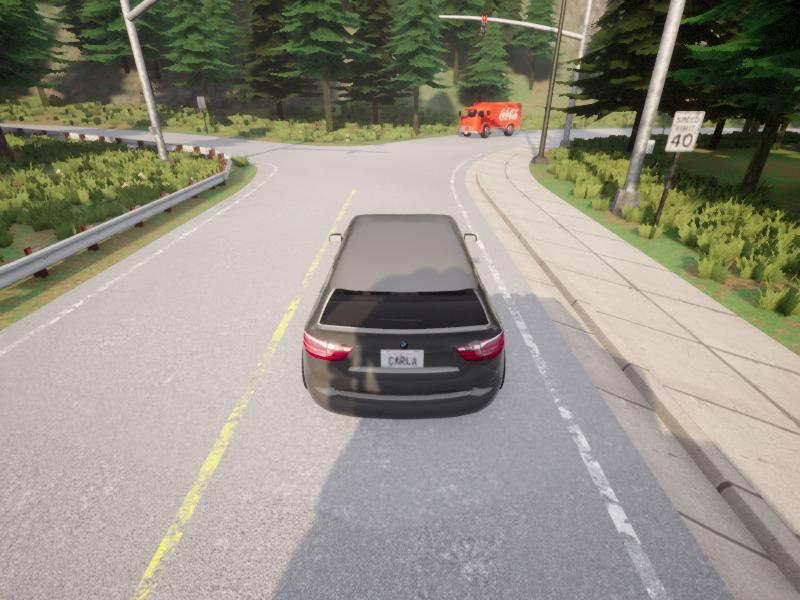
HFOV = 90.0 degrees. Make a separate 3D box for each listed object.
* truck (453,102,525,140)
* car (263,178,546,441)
[{"bbox_3d":[7.093,-14.306,31.740,5.204,2.467,2.627,-20,33,-34],"label":"truck"},{"bbox_3d":[0.042,-0.417,5.592,2.242,1.667,4.611,0,27,0],"label":"car"}]
